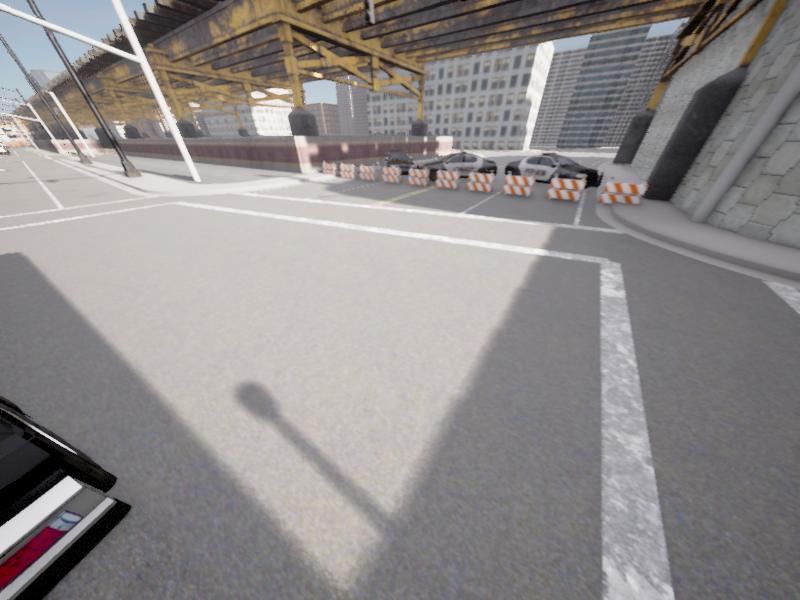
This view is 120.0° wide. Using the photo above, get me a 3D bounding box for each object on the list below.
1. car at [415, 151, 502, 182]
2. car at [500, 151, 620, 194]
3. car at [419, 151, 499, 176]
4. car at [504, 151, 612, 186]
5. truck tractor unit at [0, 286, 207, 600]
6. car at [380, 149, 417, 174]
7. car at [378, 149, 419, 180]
[{"bbox_3d":[3.523,-8.609,14.830,4.974,1.542,2.038,-1,35,-1],"label":"car"},{"bbox_3d":[8.352,-7.220,12.789,2.038,1.542,4.974,-16,38,-21],"label":"car"},{"bbox_3d":[3.573,-8.739,14.740,4.536,1.218,1.853,-1,35,-1],"label":"car"},{"bbox_3d":[8.328,-7.376,12.736,1.853,1.218,4.536,-16,38,-21],"label":"car"},{"bbox_3d":[-5.251,-0.128,0.544,6.516,4.208,3.053,12,37,17],"label":"truck tractor unit"},{"bbox_3d":[-0.249,-10.274,16.978,1.853,1.218,4.536,-7,35,-9],"label":"car"},{"bbox_3d":[-0.238,-10.116,17.027,2.038,1.542,4.974,-7,35,-9],"label":"car"}]
